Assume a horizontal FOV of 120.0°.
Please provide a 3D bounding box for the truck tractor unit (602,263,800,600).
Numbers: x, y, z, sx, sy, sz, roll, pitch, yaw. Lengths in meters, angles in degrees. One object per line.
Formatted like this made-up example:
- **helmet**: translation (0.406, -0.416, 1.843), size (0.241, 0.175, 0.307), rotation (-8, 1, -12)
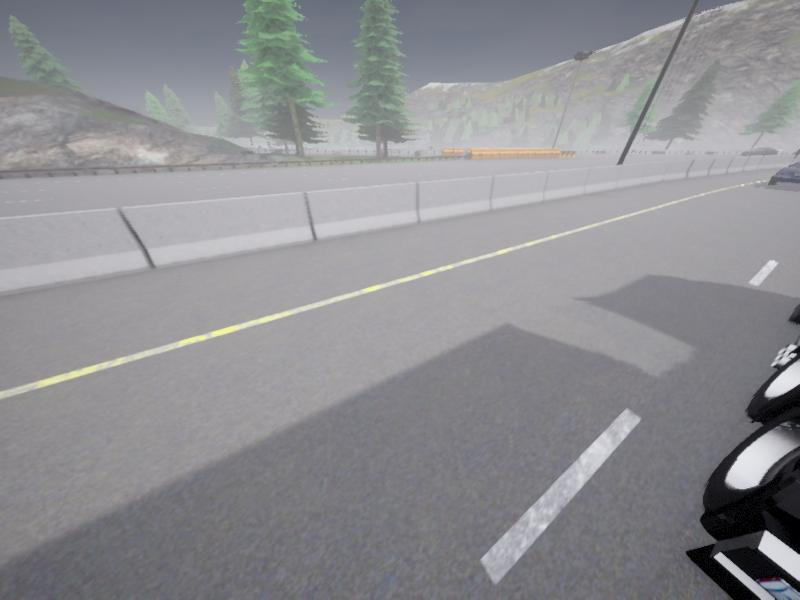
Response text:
- **truck tractor unit**: translation (5.109, -0.303, 0.785), size (6.516, 4.208, 3.053), rotation (-18, 39, -24)

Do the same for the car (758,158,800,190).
- **car**: translation (25.099, -7.766, 14.155), size (5.357, 1.411, 2.033), rotation (-15, 38, -21)
